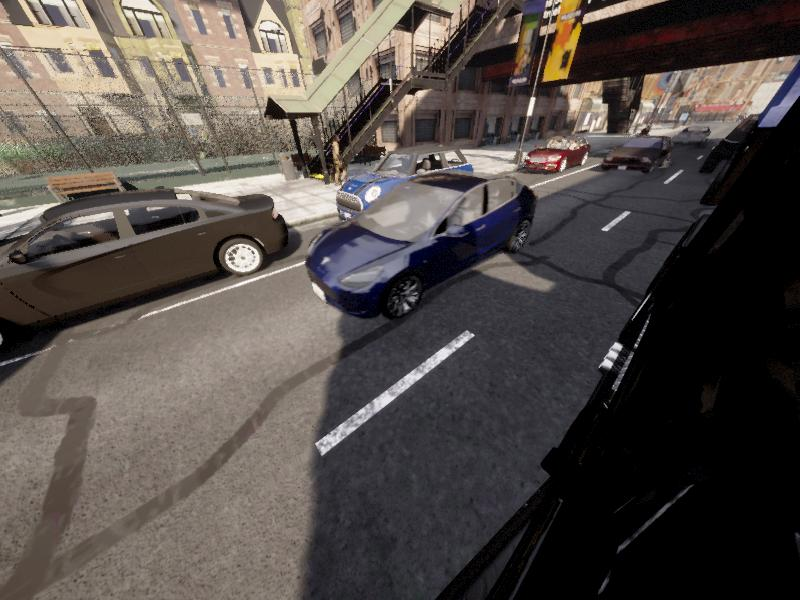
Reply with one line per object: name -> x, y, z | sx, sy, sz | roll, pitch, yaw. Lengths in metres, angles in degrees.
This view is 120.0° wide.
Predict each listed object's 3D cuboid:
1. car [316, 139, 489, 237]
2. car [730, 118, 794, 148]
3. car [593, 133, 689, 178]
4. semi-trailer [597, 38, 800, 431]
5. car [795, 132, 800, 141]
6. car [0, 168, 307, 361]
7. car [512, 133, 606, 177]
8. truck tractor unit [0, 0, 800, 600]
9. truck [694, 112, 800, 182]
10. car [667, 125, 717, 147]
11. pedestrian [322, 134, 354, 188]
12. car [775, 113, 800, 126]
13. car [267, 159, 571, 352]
car -> 0.265, -3.690, 7.048 | 4.553, 1.767, 2.185 | -28, 44, -30
car -> 28.199, -13.140, 18.102 | 5.238, 1.638, 1.930 | -28, 44, -30
car -> 12.207, -7.437, 11.659 | 5.357, 1.411, 2.033 | -28, 44, -29
semi-trailer -> 8.728, -3.583, 4.201 | 14.254, 4.402, 2.717 | -28, 44, -29
car -> 36.359, -14.567, 19.805 | 4.718, 1.301, 1.895 | -28, 44, -30
car -> -4.585, -0.926, 3.861 | 5.008, 1.535, 2.097 | -28, 44, -30
car -> 8.581, -7.937, 12.427 | 4.892, 1.521, 2.231 | -28, 44, -30
truck tractor unit -> 2.645, -0.295, 0.352 | 6.516, 4.208, 3.053 | -28, 44, -30
truck -> 16.105, -7.032, 10.345 | 6.274, 2.098, 2.390 | -27, 43, -30
car -> 25.121, -14.108, 19.866 | 4.718, 1.301, 1.895 | -28, 44, -30
pedestrian -> -2.568, -5.806, 9.686 | 0.751, 1.860, 0.751 | -23, 41, -25
car -> 66.825, -30.760, 39.382 | 4.611, 1.667, 2.242 | -31, 45, -32
car -> 0.663, -1.406, 4.233 | 4.792, 1.488, 2.163 | -28, 44, -30
